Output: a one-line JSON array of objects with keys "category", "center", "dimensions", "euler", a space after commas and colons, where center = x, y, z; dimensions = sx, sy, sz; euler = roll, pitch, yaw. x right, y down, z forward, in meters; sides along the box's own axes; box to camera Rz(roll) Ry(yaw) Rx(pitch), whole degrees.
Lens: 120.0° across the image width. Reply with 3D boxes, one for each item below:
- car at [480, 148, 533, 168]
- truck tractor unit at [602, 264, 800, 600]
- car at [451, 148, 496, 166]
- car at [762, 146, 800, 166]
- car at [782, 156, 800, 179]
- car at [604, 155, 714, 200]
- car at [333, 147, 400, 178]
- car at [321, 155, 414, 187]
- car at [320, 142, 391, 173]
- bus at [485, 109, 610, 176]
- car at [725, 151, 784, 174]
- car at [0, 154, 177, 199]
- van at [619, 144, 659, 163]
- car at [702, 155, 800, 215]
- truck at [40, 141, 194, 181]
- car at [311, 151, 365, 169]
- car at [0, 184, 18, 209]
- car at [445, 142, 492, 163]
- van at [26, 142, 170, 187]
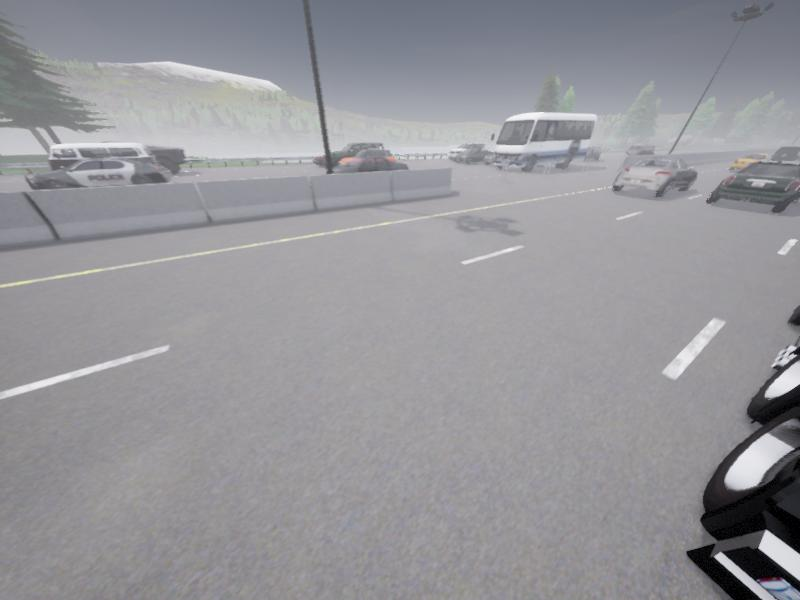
[{"category": "car", "center": [11.261, -15.070, 24.391], "dimensions": [5.027, 1.651, 2.152], "euler": [-18, 39, -25]}, {"category": "truck tractor unit", "center": [5.115, -0.295, 0.790], "dimensions": [6.516, 4.208, 3.053], "euler": [-18, 39, -24]}, {"category": "car", "center": [8.370, -16.400, 26.356], "dimensions": [4.514, 1.525, 2.007], "euler": [-18, 39, -24]}, {"category": "car", "center": [46.378, -17.368, 27.818], "dimensions": [3.866, 1.878, 1.905], "euler": [-18, 39, -24]}, {"category": "car", "center": [32.216, -10.286, 17.849], "dimensions": [3.806, 1.475, 1.970], "euler": [-18, 39, -24]}, {"category": "car", "center": [13.723, -6.644, 12.293], "dimensions": [5.027, 1.651, 2.152], "euler": [-18, 39, -24]}, {"category": "car", "center": [-2.486, -10.674, 17.775], "dimensions": [4.553, 1.767, 2.097], "euler": [-18, 39, -24]}, {"category": "car", "center": [-1.963, -8.374, 14.822], "dimensions": [5.357, 1.411, 2.033], "euler": [-18, 39, -24]}, {"category": "car", "center": [-3.783, -12.655, 20.379], "dimensions": [5.566, 2.045, 2.150], "euler": [-18, 39, -23]}, {"category": "bus", "center": [13.391, -14.463, 21.216], "dimensions": [10.273, 4.253, 3.944], "euler": [-19, 39, -24]}, {"category": "car", "center": [33.044, -12.906, 21.535], "dimensions": [5.366, 1.575, 1.801], "euler": [-18, 39, -24]}, {"category": "car", "center": [-15.153, -6.453, 11.797], "dimensions": [4.974, 1.542, 2.038], "euler": [-18, 39, -24]}, {"category": "van", "center": [31.856, -19.607, 30.809], "dimensions": [4.442, 1.987, 1.775], "euler": [-18, 39, -24]}, {"category": "car", "center": [15.936, -5.126, 9.980], "dimensions": [4.553, 1.767, 2.097], "euler": [-18, 39, -25]}, {"category": "truck", "center": [-19.127, -10.003, 16.373], "dimensions": [6.274, 2.098, 2.390], "euler": [-18, 39, -24]}, {"category": "car", "center": [-6.056, -13.925, 22.851], "dimensions": [4.718, 1.301, 1.895], "euler": [-18, 39, -24]}, {"category": "car", "center": [-17.453, -3.388, 7.385], "dimensions": [4.902, 1.511, 2.128], "euler": [-18, 39, -24]}, {"category": "car", "center": [8.812, -19.065, 29.740], "dimensions": [5.566, 2.045, 2.150], "euler": [-18, 39, -24]}, {"category": "van", "center": [-17.438, -8.223, 13.880], "dimensions": [4.480, 2.038, 2.069], "euler": [-18, 39, -24]}]
